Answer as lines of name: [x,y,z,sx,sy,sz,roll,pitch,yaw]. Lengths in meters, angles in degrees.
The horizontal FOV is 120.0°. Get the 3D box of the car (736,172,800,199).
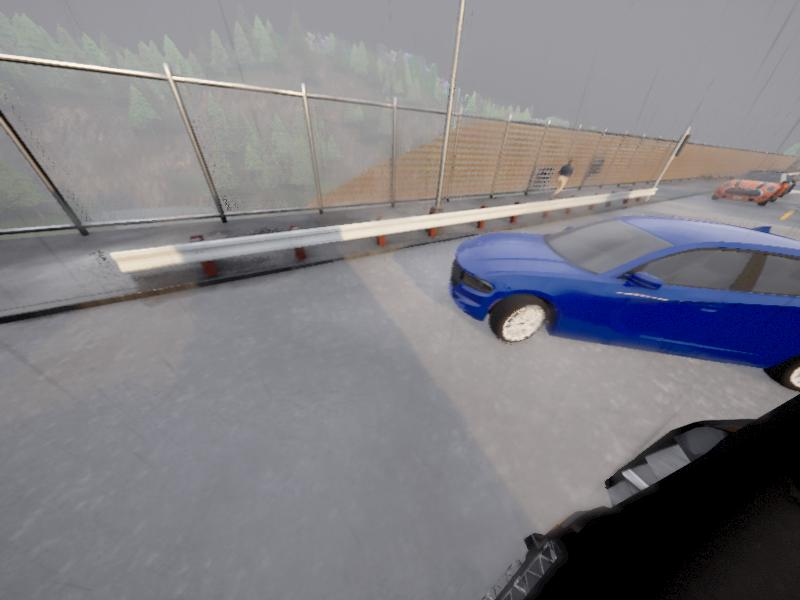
car: [27.669,-8.596,17.215,4.181,1.385,1.994,-16,38,-26]

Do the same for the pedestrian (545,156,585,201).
pedestrian: [8.160,-6.038,11.482,0.751,1.860,0.751,-16,38,-25]

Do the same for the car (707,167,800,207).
car: [21.346,-6.899,13.897,4.553,1.767,2.097,-16,38,-25]

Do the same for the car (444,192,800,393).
car: [3.283,-0.310,3.144,5.008,1.535,1.882,9,33,9]
